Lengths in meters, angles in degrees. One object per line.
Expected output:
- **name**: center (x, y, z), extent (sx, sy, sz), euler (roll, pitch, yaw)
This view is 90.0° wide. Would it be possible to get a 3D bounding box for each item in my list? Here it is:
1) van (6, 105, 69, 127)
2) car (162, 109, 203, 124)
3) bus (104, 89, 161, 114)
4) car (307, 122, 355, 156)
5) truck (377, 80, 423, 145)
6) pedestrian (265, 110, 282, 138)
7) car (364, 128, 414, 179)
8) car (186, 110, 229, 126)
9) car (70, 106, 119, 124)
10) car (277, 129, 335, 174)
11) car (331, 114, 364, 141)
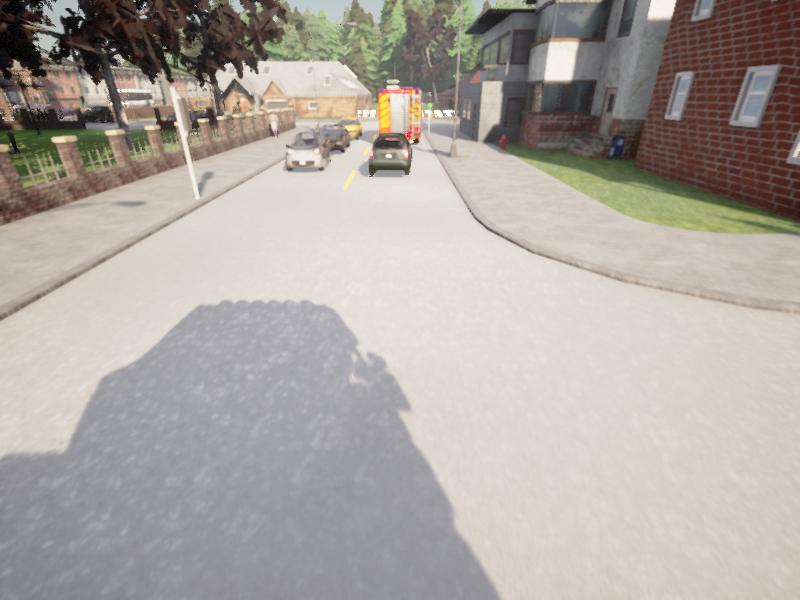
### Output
- **van**: center (-39.704, -20.238, 43.945), extent (4.480, 2.038, 2.069), euler (0, 27, 0)
- **car**: center (-25.751, -21.847, 47.552), extent (3.633, 1.501, 1.845), euler (0, 27, 0)
- **bus**: center (-53.206, -39.759, 80.013), extent (3.944, 4.253, 10.273), euler (0, 27, 0)
- **car**: center (-4.070, -9.930, 24.415), extent (2.033, 1.411, 5.357), euler (0, 27, 0)
- **truck**: center (-0.005, -13.960, 29.564), extent (2.891, 3.827, 8.468), euler (0, 27, 0)
- **pedestrian**: center (-9.368, -13.046, 29.713), extent (0.751, 1.860, 0.751), euler (0, 27, 0)
- **car**: center (-0.345, -6.527, 17.549), extent (1.851, 1.617, 3.988), euler (1, 27, 3)
- **car**: center (-21.126, -20.033, 43.993), extent (3.633, 1.501, 1.845), euler (0, 27, 0)
- **car**: center (-36.109, -21.958, 47.429), extent (3.866, 1.878, 1.905), euler (0, 27, 1)
- **car**: center (-4.181, -6.919, 18.417), extent (1.845, 1.501, 3.633), euler (-1, 27, -1)
- **car**: center (-3.945, -13.379, 30.913), extent (1.801, 1.575, 5.366), euler (0, 27, 1)
